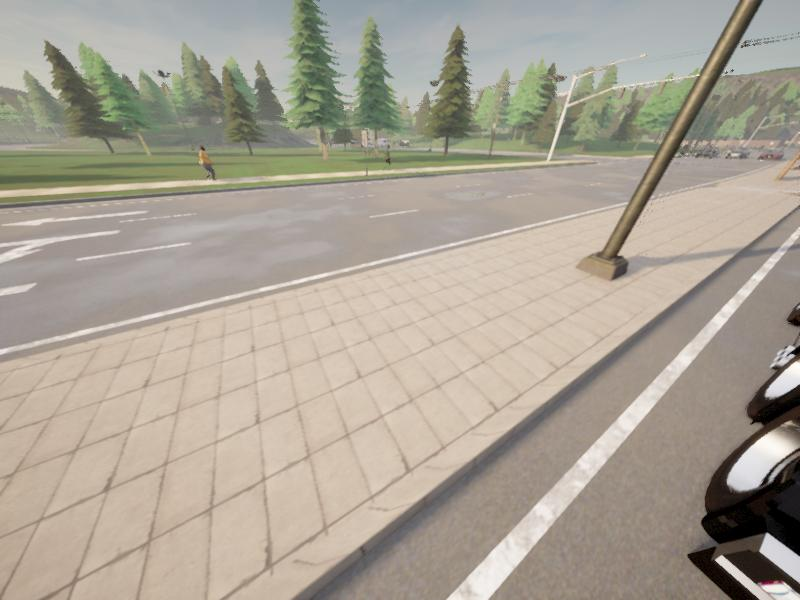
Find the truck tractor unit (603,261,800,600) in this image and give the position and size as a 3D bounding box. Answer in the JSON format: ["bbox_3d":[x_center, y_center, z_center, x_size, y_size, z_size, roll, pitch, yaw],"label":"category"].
[{"bbox_3d":[5.105,-0.304,0.799,6.516,4.208,3.053,-18,39,-24],"label":"truck tractor unit"}]

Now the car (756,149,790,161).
[{"bbox_3d":[57.712,-22.468,35.774,4.181,1.385,1.994,-19,39,-25],"label":"car"}]

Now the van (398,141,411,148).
[{"bbox_3d":[1.453,-51.761,76.783,2.069,2.038,4.480,-18,39,-24],"label":"van"}]

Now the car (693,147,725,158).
[{"bbox_3d":[54.722,-26.184,40.950,4.974,1.542,2.038,-18,39,-25],"label":"car"}]

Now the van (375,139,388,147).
[{"bbox_3d":[-6.696,-56.177,82.578,1.988,2.561,5.915,-18,39,-24],"label":"van"}]

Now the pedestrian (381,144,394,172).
[{"bbox_3d":[-0.980,-11.179,18.168,0.751,1.860,0.751,-17,38,-23],"label":"pedestrian"}]

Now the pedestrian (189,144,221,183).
[{"bbox_3d":[-11.184,-7.887,13.322,0.751,1.860,0.751,-17,38,-23],"label":"pedestrian"}]
